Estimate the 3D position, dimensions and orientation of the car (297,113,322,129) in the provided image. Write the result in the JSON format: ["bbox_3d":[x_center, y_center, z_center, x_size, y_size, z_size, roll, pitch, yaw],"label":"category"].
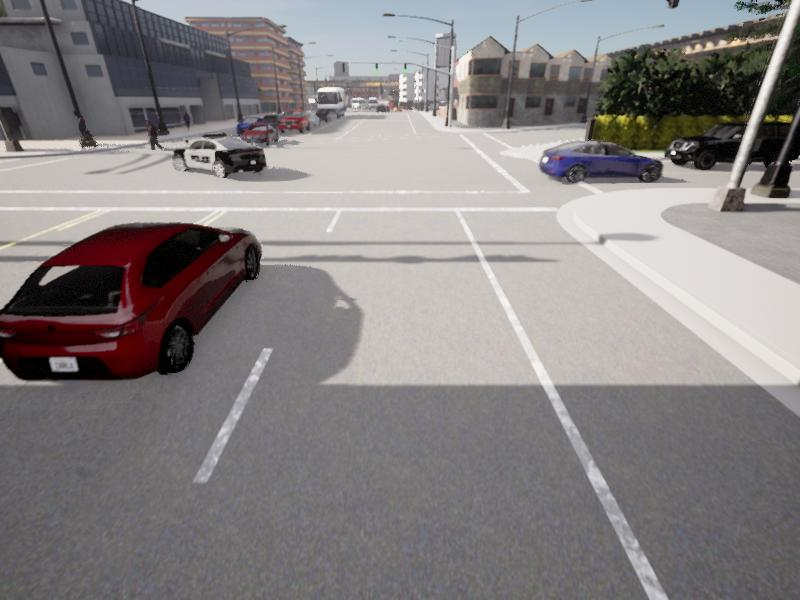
[{"bbox_3d":[-10.713,-21.379,47.637,1.812,1.442,4.674,0,28,0],"label":"car"}]

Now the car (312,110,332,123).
[{"bbox_3d":[-10.748,-25.422,55.357,1.816,1.474,4.193,0,28,0],"label":"car"}]

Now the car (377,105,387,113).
[{"bbox_3d":[-3.888,-40.909,85.473,1.882,1.535,5.008,0,26,0],"label":"car"}]

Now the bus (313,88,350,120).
[{"bbox_3d":[-10.670,-31.439,63.737,3.944,4.253,10.273,0,28,0],"label":"bus"}]

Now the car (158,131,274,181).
[{"bbox_3d":[-8.304,-6.579,17.943,5.238,1.638,1.930,16,30,30],"label":"car"}]

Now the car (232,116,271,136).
[{"bbox_3d":[-14.179,-16.816,38.544,1.882,1.535,5.008,0,27,0],"label":"car"}]

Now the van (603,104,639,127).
[{"bbox_3d":[29.880,-24.983,54.061,1.988,2.561,5.915,24,35,39],"label":"van"}]

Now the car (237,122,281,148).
[{"bbox_3d":[-10.329,-12.295,29.639,1.812,1.442,4.674,-2,26,-4],"label":"car"}]

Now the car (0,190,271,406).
[{"bbox_3d":[-3.523,-0.443,5.934,1.816,1.474,4.193,0,27,0],"label":"car"}]

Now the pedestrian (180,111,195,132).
[{"bbox_3d":[-20.972,-17.635,39.468,0.751,1.860,0.751,-6,27,-12],"label":"pedestrian"}]

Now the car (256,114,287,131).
[{"bbox_3d":[-14.200,-19.713,44.346,1.837,1.490,4.892,0,27,0],"label":"car"}]

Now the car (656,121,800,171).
[{"bbox_3d":[15.994,-7.434,19.202,5.566,2.045,2.150,0,26,0],"label":"car"}]

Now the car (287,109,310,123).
[{"bbox_3d":[-14.255,-26.050,56.475,1.882,1.535,5.008,0,28,0],"label":"car"}]

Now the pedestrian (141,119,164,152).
[{"bbox_3d":[-15.760,-10.480,25.459,0.751,1.860,0.751,-19,32,-33],"label":"pedestrian"}]

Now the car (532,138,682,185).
[{"bbox_3d":[8.197,-5.678,16.289,4.792,1.488,2.163,-2,26,-4],"label":"car"}]

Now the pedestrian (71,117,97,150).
[{"bbox_3d":[-19.610,-10.348,24.848,0.751,1.860,0.751,-18,32,-32],"label":"pedestrian"}]

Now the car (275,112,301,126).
[{"bbox_3d":[-14.214,-23.022,50.886,1.994,1.385,4.181,1,27,1],"label":"car"}]

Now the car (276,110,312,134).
[{"bbox_3d":[-10.679,-18.200,40.733,2.150,2.045,5.566,0,26,0],"label":"car"}]
